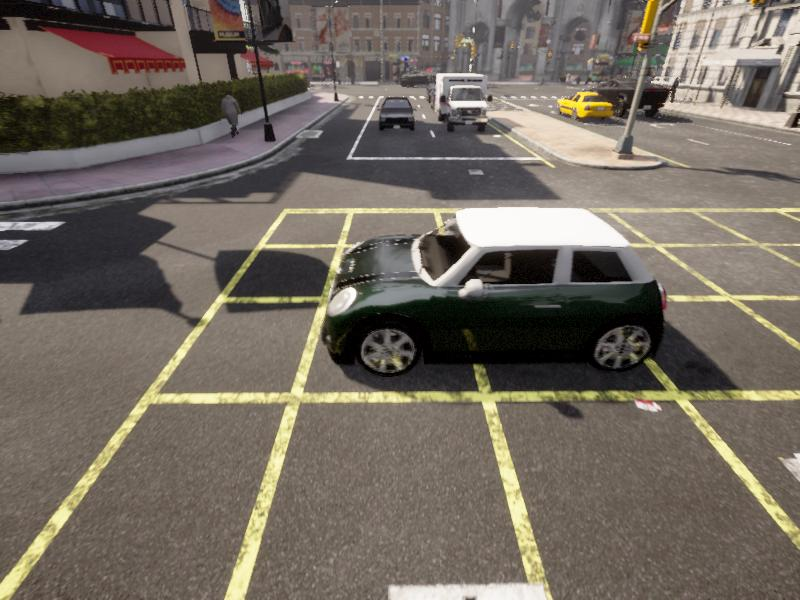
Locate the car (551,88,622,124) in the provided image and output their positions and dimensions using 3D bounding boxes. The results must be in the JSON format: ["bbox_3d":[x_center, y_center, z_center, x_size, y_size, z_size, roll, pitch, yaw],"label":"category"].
[{"bbox_3d":[11.313,-12.121,24.772,1.801,1.575,5.366,0,31,0],"label":"car"}]

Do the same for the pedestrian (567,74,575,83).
[{"bbox_3d":[27.763,-35.998,64.969,0.751,1.300,0.751,26,39,37],"label":"pedestrian"}]

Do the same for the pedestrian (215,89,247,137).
[{"bbox_3d":[-7.347,-8.159,17.474,0.751,1.860,0.751,0,31,0],"label":"pedestrian"}]

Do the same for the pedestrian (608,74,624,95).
[{"bbox_3d":[21.942,-21.895,40.635,0.751,1.860,0.751,-21,36,-31],"label":"pedestrian"}]

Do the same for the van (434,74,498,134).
[{"bbox_3d":[3.329,-10.864,21.823,2.351,2.431,6.366,0,31,0],"label":"van"}]

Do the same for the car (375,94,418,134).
[{"bbox_3d":[-0.167,-10.174,21.674,2.033,1.411,5.357,0,31,0],"label":"car"}]

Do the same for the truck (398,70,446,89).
[{"bbox_3d":[2.961,-30.580,55.394,6.274,2.098,2.390,18,35,27],"label":"truck"}]

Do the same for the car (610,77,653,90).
[{"bbox_3d":[30.016,-28.130,51.957,4.181,1.385,1.994,0,31,0],"label":"car"}]

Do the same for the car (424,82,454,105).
[{"bbox_3d":[3.290,-18.048,34.837,2.128,1.511,4.902,0,31,0],"label":"car"}]

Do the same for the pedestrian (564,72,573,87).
[{"bbox_3d":[24.471,-32.070,58.093,0.751,1.860,0.751,3,31,5],"label":"pedestrian"}]

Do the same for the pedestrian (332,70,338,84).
[{"bbox_3d":[-10.280,-35.244,63.157,0.751,1.860,0.751,-3,31,-5],"label":"pedestrian"}]

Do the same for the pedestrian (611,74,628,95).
[{"bbox_3d":[21.965,-21.585,40.112,0.751,1.860,0.751,-5,31,-9],"label":"pedestrian"}]

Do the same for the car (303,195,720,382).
[{"bbox_3d":[1.013,-0.252,4.859,3.806,1.475,1.970,0,31,-1],"label":"car"}]

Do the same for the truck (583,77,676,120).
[{"bbox_3d":[14.801,-13.416,26.447,2.390,2.098,6.274,0,31,0],"label":"truck"}]

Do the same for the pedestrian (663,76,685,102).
[{"bbox_3d":[23.077,-17.808,33.742,0.751,1.860,0.751,2,31,3],"label":"pedestrian"}]

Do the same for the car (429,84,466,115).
[{"bbox_3d":[3.286,-14.432,28.625,2.033,1.649,4.856,0,31,0],"label":"car"}]
